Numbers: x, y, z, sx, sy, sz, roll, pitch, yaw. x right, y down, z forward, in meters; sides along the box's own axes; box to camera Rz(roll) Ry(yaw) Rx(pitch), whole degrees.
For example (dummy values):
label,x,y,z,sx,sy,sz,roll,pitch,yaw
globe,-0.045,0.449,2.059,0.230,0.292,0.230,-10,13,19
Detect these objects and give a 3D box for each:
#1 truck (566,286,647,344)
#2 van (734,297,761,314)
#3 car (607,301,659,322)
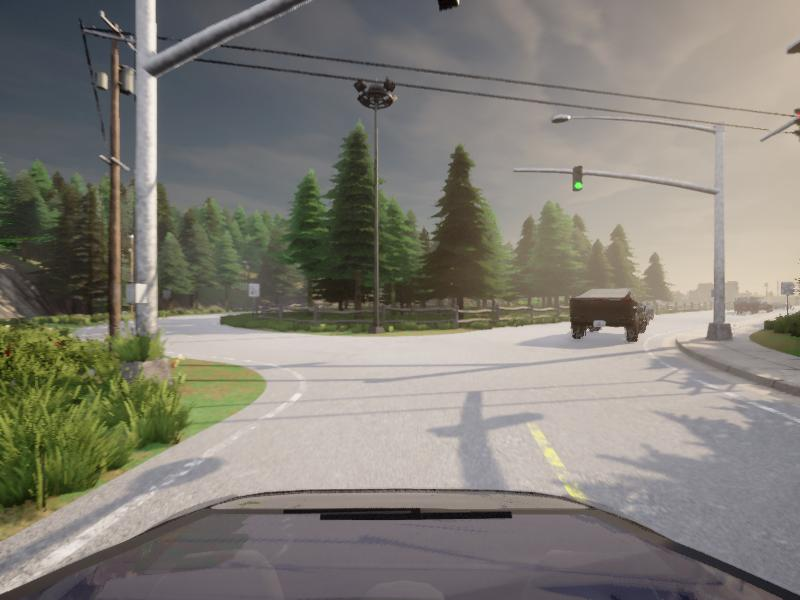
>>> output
label,x,y,z,sx,sy,sz,roll,pitch,yaw
truck,9.341,0.551,17.712,2.390,2.098,6.274,-1,0,35
van,41.275,0.623,47.475,4.442,1.987,1.775,0,0,-41
car,18.373,0.851,31.456,4.902,1.511,2.128,0,0,-42
